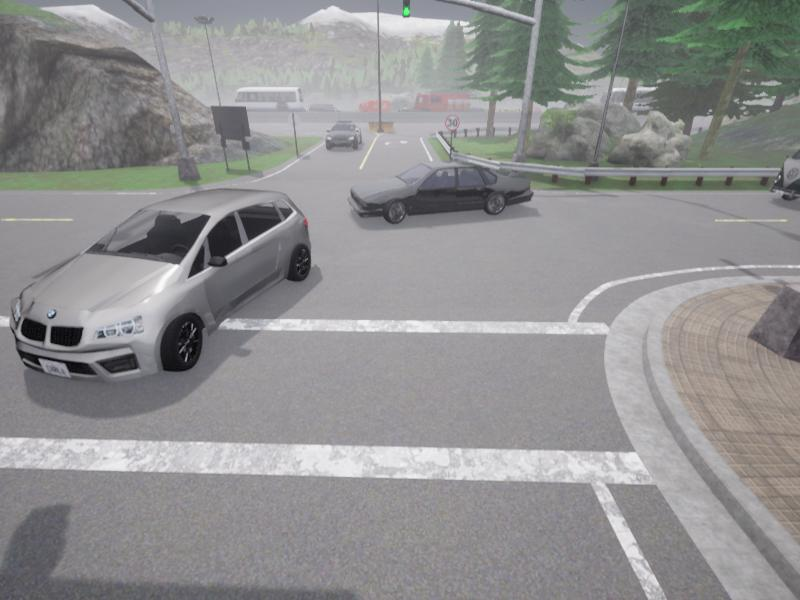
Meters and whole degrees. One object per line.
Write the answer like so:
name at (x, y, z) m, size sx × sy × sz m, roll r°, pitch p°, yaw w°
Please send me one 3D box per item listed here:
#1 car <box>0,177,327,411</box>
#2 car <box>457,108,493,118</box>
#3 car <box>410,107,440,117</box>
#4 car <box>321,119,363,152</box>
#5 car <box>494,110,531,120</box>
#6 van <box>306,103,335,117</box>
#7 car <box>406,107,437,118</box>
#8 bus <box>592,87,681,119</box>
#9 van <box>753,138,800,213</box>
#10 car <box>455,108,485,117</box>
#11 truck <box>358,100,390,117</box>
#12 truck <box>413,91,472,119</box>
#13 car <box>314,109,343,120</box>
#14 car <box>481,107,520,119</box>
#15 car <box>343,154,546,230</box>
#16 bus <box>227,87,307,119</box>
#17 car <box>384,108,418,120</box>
car at (-3.210, -0.649, 6.191) m, size 2.242 × 1.667 × 4.611 m, roll 7°, pitch 26°, yaw 14°
car at (11.989, -30.227, 64.564) m, size 5.357 × 1.411 × 2.033 m, roll 0°, pitch 27°, yaw 0°
car at (4.151, -31.865, 67.661) m, size 4.892 × 1.490 × 1.837 m, roll 0°, pitch 27°, yaw 0°
car at (-3.622, -10.781, 26.025) m, size 2.038 × 1.542 × 4.974 m, roll 0°, pitch 27°, yaw 0°
car at (16.388, -26.984, 58.356) m, size 4.718 × 1.301 × 1.895 m, roll 0°, pitch 27°, yaw 0°
van at (-13.339, -32.086, 67.560) m, size 4.442 × 1.987 × 1.775 m, roll 0°, pitch 27°, yaw 0°
car at (3.370, -30.244, 64.559) m, size 4.902 × 1.511 × 2.128 m, roll 0°, pitch 27°, yaw 0°
bus at (35.574, -29.838, 60.676) m, size 10.273 × 4.253 × 3.944 m, roll 0°, pitch 27°, yaw 0°
van at (14.463, -3.967, 12.637) m, size 4.442 × 1.987 × 1.775 m, roll 0°, pitch 27°, yaw 0°
car at (11.786, -31.776, 67.701) m, size 4.718 × 1.301 × 1.895 m, roll 0°, pitch 27°, yaw 0°
truck at (-4.350, -32.299, 67.445) m, size 5.204 × 2.467 × 2.627 m, roll 0°, pitch 27°, yaw 0°
truck at (6.300, -29.713, 60.903) m, size 8.468 × 3.827 × 2.891 m, roll 0°, pitch 27°, yaw 0°
car at (-10.323, -27.072, 58.330) m, size 3.806 × 1.475 × 1.970 m, roll 0°, pitch 27°, yaw 0°
car at (15.332, -28.689, 61.415) m, size 5.366 × 1.575 × 1.801 m, roll 0°, pitch 27°, yaw 0°
car at (1.213, -3.270, 11.672) m, size 5.357 × 1.411 × 2.033 m, roll -8°, pitch 28°, yaw -15°
bus at (-19.912, -29.854, 60.708) m, size 10.273 × 4.253 × 3.944 m, roll 0°, pitch 27°, yaw 0°
car at (0.160, -27.077, 58.319) m, size 4.892 × 1.490 × 1.837 m, roll 0°, pitch 27°, yaw 0°
